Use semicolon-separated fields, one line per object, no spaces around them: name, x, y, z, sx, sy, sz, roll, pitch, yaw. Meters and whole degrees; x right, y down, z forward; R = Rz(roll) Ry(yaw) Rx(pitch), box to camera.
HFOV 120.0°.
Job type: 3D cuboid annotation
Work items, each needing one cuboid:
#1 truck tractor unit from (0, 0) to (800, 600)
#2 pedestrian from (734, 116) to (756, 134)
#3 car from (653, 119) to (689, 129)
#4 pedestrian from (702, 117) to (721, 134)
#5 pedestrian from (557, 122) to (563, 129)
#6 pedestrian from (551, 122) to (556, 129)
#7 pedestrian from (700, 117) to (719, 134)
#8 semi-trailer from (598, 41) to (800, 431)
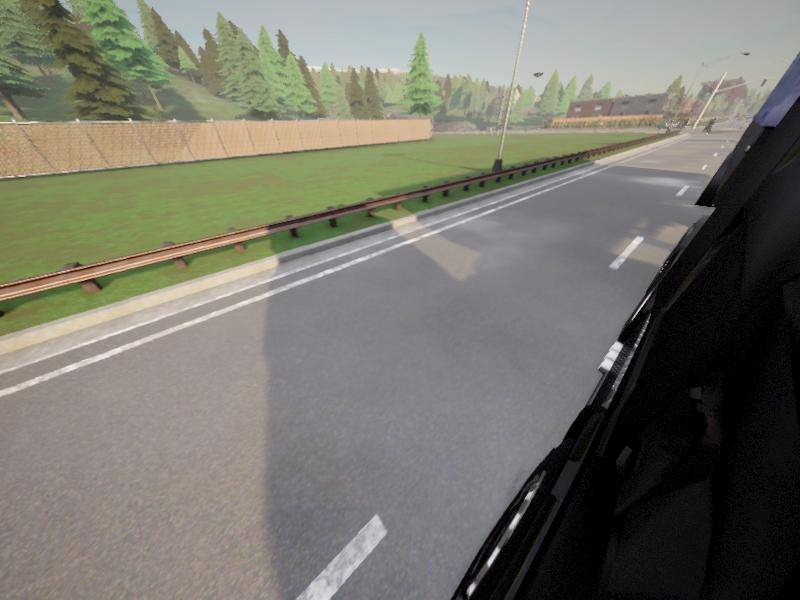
truck tractor unit;2.645;-0.295;0.351;6.516;4.208;3.053;-28;44;-30
pedestrian;45.763;-23.219;30.674;0.751;1.860;0.751;-31;45;-33
car;60.885;-39.531;51.993;2.038;1.542;4.974;-27;43;-30
pedestrian;43.373;-24.256;32.198;0.751;1.860;0.751;-26;42;-28
pedestrian;50.647;-55.174;73.018;0.751;1.860;0.751;-16;39;-18
pedestrian;49.325;-56.029;74.239;0.751;1.860;0.751;-26;43;-28
pedestrian;44.289;-24.952;33.080;0.751;1.860;0.751;-25;42;-27
semi-trailer;8.701;-3.580;4.258;14.254;4.402;2.717;-28;44;-30
